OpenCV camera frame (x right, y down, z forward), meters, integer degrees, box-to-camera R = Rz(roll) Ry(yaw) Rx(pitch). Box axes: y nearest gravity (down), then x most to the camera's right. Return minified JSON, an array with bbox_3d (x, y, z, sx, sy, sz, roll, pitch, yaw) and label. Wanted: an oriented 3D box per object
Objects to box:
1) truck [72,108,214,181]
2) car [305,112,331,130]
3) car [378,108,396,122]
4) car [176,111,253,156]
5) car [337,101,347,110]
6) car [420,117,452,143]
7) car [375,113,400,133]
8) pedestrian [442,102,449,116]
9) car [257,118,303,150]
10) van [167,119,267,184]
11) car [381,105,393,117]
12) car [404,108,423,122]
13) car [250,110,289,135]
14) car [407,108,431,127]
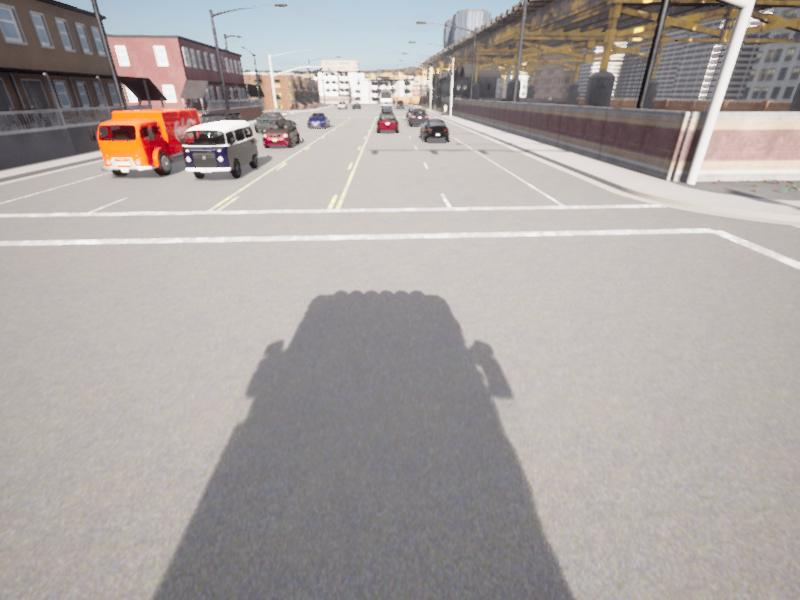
[{"bbox_3d":[-10.845,-7.031,17.667,2.627,2.467,5.204,0,27,0],"label":"truck"},{"bbox_3d":[-8.299,-18.374,40.942,1.812,1.442,4.674,-1,27,-2],"label":"car"},{"bbox_3d":[-1.696,-24.055,51.953,2.128,1.511,4.902,-1,27,-2],"label":"car"},{"bbox_3d":[-11.199,-10.425,24.754,2.150,2.045,5.566,-1,28,-1],"label":"car"},{"bbox_3d":[-13.777,-46.522,95.415,1.932,1.855,4.605,-1,27,-2],"label":"car"},{"bbox_3d":[2.596,-12.841,30.140,1.812,1.442,4.674,-1,27,-2],"label":"car"},{"bbox_3d":[-1.173,-16.654,37.543,2.163,1.488,4.792,-1,27,-2],"label":"car"},{"bbox_3d":[6.921,-29.119,61.073,0.751,1.860,0.751,-2,27,-4],"label":"pedestrian"},{"bbox_3d":[-7.772,-10.954,26.278,1.851,1.617,3.988,-1,27,-2],"label":"car"},{"bbox_3d":[-7.436,-6.407,16.927,2.069,2.038,4.480,-1,27,-2],"label":"van"},{"bbox_3d":[-2.183,-30.972,65.432,1.882,1.535,5.008,-1,27,-2],"label":"car"},{"bbox_3d":[1.760,-24.714,53.244,2.128,1.511,4.902,-1,27,-2],"label":"car"},{"bbox_3d":[-11.625,-16.072,36.064,2.097,1.767,4.553,-1,27,-2],"label":"car"},{"bbox_3d":[2.072,-20.384,44.617,2.242,1.667,4.611,-1,27,-2],"label":"car"}]
